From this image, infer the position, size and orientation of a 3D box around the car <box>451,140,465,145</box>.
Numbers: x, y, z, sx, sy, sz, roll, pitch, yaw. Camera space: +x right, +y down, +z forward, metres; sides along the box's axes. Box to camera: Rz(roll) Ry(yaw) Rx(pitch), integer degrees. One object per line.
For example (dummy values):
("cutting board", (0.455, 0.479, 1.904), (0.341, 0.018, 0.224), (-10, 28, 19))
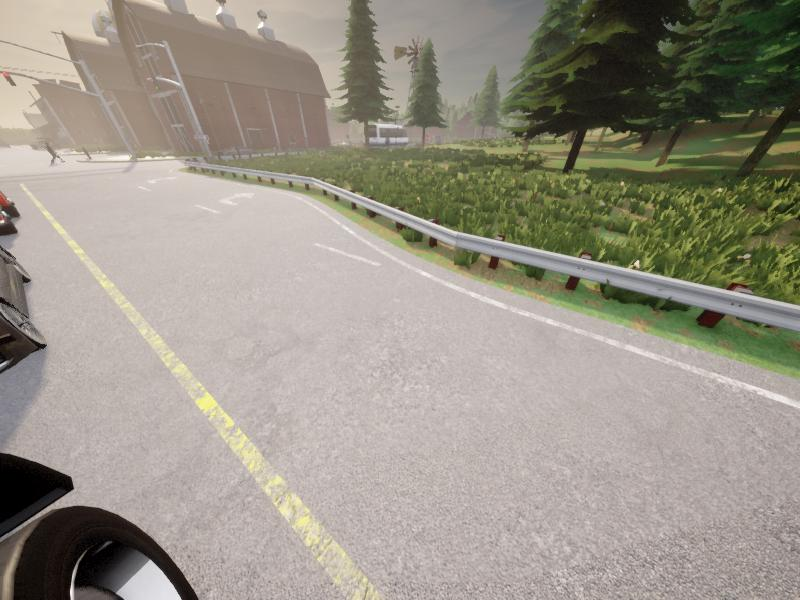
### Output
("car", (22.827, -61.998, 90.866), (5.008, 1.535, 1.882), (22, 41, 28))

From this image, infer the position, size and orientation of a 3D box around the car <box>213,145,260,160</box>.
("car", (-20.545, -18.655, 29.132), (1.994, 1.385, 4.181), (22, 41, 28))

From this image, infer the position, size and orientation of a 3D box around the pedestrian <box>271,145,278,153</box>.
("pedestrian", (-19.322, -23.290, 35.651), (0.500, 1.100, 0.500), (29, 44, 34))

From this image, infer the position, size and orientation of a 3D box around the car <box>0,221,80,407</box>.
("car", (-6.372, -0.095, 2.713), (4.902, 1.511, 2.128), (22, 41, 28))

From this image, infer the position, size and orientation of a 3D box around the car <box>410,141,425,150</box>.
("car", (3.987, -35.296, 52.773), (1.845, 1.501, 3.633), (22, 41, 28))

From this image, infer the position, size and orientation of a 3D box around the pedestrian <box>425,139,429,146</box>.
("pedestrian", (7.926, -46.517, 68.181), (0.751, 1.860, 0.751), (23, 41, 29))

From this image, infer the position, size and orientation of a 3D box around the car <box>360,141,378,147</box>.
("car", (-8.925, -44.678, 66.097), (4.902, 1.511, 2.128), (21, 40, 27))

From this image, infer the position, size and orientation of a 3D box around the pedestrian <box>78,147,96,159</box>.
("pedestrian", (-33.737, -15.818, 24.887), (0.500, 1.100, 0.500), (1, 35, 1))

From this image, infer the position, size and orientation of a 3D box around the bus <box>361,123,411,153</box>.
("bus", (-2.368, -31.308, 44.739), (3.944, 4.253, 10.273), (22, 41, 28))

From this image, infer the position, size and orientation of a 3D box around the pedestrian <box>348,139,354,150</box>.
("pedestrian", (-10.020, -31.697, 47.000), (0.751, 1.860, 0.751), (15, 38, 20))

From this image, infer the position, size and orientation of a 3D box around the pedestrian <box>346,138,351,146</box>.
("pedestrian", (-14.162, -43.585, 63.858), (0.751, 1.860, 0.751), (22, 41, 28))

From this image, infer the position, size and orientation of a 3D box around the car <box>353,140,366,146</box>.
("car", (-13.437, -52.055, 76.528), (1.816, 1.474, 4.193), (22, 40, 27))

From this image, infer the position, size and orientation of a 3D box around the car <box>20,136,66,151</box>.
("car", (-65.222, -28.693, 42.298), (3.866, 1.878, 1.905), (-6, 41, -6))

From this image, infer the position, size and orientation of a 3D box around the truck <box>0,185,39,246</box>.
("truck", (-12.584, -2.885, 5.778), (5.204, 2.467, 2.627), (22, 40, 27))

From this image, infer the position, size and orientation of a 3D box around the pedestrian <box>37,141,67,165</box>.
("pedestrian", (-32.411, -13.735, 21.543), (0.751, 1.860, 0.751), (24, 41, 29))

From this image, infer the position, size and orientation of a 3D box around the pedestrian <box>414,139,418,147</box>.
("pedestrian", (4.549, -44.654, 65.511), (0.751, 1.860, 0.751), (-28, 44, -34))

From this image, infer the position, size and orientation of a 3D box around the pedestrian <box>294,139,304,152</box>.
("pedestrian", (-16.927, -25.872, 38.676), (0.751, 1.860, 0.751), (24, 41, 30))
